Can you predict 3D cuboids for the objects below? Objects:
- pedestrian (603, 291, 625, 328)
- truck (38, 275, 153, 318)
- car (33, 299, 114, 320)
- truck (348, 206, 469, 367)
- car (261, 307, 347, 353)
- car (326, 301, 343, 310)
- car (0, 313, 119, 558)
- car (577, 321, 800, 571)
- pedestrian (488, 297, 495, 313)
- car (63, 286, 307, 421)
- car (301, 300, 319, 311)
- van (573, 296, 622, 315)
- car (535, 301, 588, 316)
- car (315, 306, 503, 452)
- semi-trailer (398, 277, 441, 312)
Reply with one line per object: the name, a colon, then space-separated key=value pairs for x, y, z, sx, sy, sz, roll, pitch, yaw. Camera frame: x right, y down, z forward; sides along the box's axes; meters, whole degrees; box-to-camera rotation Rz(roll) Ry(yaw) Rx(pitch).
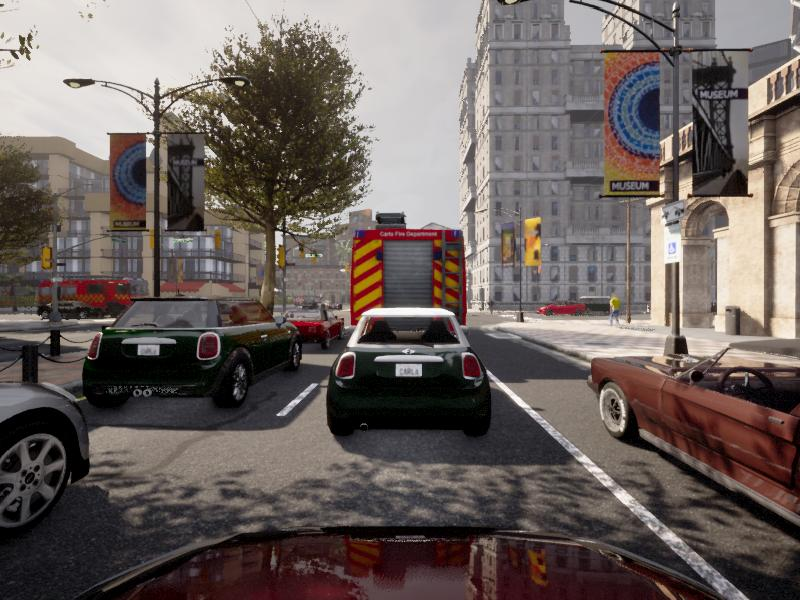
pedestrian: x=10.853 y=0.485 z=20.312 sx=0.751 sy=1.860 sz=0.751 roll=0 pitch=0 yaw=2
truck: x=-27.957 y=-0.321 z=36.930 sx=8.468 sy=3.827 sz=2.891 roll=0 pitch=0 yaw=1
car: x=-27.199 y=0.771 z=33.428 sx=5.238 sy=1.638 sz=1.930 roll=0 pitch=0 yaw=1
truck: x=0.274 y=-0.321 z=13.781 sx=2.891 sy=3.827 sz=8.468 roll=0 pitch=0 yaw=1
car: x=-3.218 y=0.944 z=14.445 sx=1.895 sy=1.301 sz=4.718 roll=0 pitch=0 yaw=1
car: x=-10.261 y=0.853 z=63.188 sx=1.970 sy=1.475 sz=3.806 roll=0 pitch=0 yaw=1
car: x=-3.473 y=0.853 z=1.600 sx=1.970 sy=1.475 sz=3.806 roll=0 pitch=0 yaw=1
car: x=3.308 y=0.938 z=3.058 sx=1.895 sy=1.301 sz=4.718 roll=0 pitch=0 yaw=1
pedestrian: x=10.754 y=0.637 z=46.969 sx=0.751 sy=1.860 sz=0.751 roll=0 pitch=0 yaw=3
car: x=-3.355 y=0.694 z=7.527 sx=2.097 sy=1.767 sz=4.553 roll=0 pitch=0 yaw=1
car: x=-13.798 y=0.815 z=61.323 sx=1.789 sy=1.549 sz=3.705 roll=0 pitch=0 yaw=1
van: x=21.300 y=0.599 z=43.240 sx=4.442 sy=1.987 sz=1.775 roll=0 pitch=0 yaw=1
car: x=15.985 y=0.828 z=39.817 sx=4.514 sy=1.525 sz=2.007 roll=0 pitch=0 yaw=1
car: x=0.119 y=0.853 z=6.110 sx=1.970 sy=1.475 sz=3.806 roll=0 pitch=0 yaw=1
semi-trailer: x=2.402 y=-0.618 z=57.544 sx=2.717 sy=4.402 sz=14.254 roll=0 pitch=0 yaw=-12
